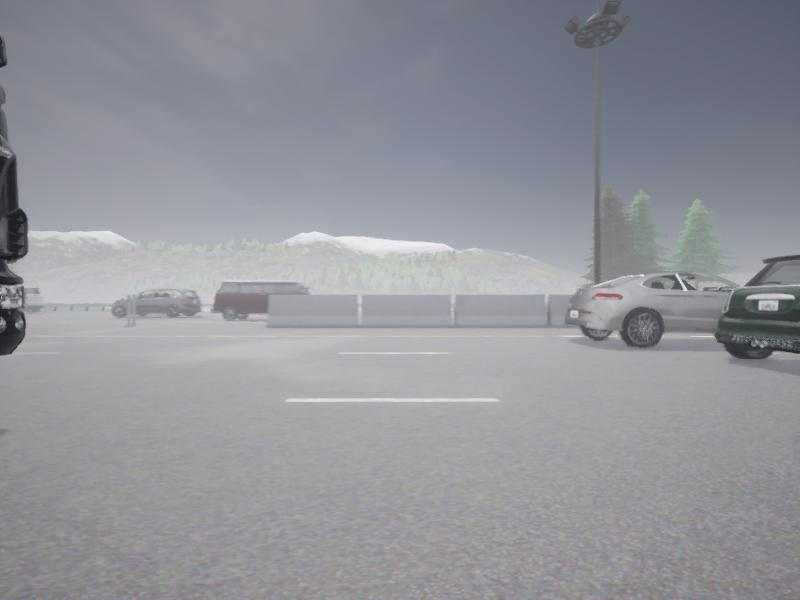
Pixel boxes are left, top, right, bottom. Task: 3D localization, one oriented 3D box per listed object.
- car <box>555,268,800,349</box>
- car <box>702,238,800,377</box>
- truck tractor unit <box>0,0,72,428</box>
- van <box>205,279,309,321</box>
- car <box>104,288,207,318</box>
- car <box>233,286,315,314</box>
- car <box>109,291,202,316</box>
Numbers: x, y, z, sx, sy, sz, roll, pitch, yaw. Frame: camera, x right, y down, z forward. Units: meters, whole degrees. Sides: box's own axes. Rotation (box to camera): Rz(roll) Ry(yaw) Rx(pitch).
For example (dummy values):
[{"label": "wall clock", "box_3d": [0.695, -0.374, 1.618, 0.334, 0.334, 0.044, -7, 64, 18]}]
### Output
[{"label": "car", "box_3d": [6.501, 0.179, 9.202, 5.027, 1.651, 2.152, 0, 0, 0]}, {"label": "car", "box_3d": [7.375, 0.093, 5.703, 4.553, 1.767, 2.097, 0, 0, 0]}, {"label": "truck tractor unit", "box_3d": [-6.312, -1.117, 2.200, 6.516, 4.208, 3.053, 0, 0, 0]}, {"label": "van", "box_3d": [-6.927, 0.003, 19.699, 4.442, 1.987, 1.775, 0, 0, 0]}, {"label": "car", "box_3d": [-14.055, 0.159, 23.198, 4.611, 1.667, 2.242, 0, 0, 0]}, {"label": "car", "box_3d": [-9.392, -0.029, 30.200, 5.566, 2.045, 2.150, 0, 0, 0]}, {"label": "car", "box_3d": [-16.201, 0.227, 26.698, 5.008, 1.535, 1.882, 0, 0, 0]}]
